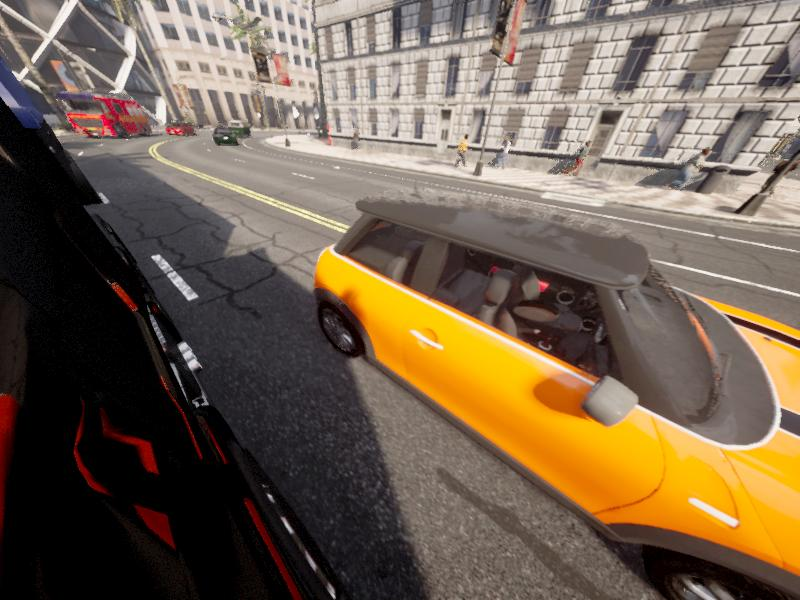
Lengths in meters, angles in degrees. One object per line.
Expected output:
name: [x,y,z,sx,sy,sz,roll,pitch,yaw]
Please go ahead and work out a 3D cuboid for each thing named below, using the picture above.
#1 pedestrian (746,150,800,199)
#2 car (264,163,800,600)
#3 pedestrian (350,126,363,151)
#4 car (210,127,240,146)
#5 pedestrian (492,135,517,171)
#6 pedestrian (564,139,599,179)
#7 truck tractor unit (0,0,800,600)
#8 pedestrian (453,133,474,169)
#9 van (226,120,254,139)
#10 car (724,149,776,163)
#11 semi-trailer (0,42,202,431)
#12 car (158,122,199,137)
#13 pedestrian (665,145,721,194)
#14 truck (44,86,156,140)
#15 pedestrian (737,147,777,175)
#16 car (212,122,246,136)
pedestrian: [17.463,-5.774,10.632,0.751,1.860,0.751,28,44,30]
car: [1.229,0.104,2.100,4.553,1.767,2.097,27,43,29]
pedestrian: [-4.119,-15.189,21.788,0.751,1.860,0.751,28,43,29]
car: [-18.189,-16.993,23.988,1.994,1.385,4.181,-20,42,-27]
pedestrian: [6.657,-9.368,14.725,0.751,1.860,0.751,29,44,30]
pedestrian: [10.276,-8.005,13.142,0.751,1.860,0.751,30,45,32]
truck tractor unit: [-2.645,-0.295,0.351,6.516,4.208,3.053,28,44,30]
pedestrian: [4.032,-9.520,14.758,0.751,1.860,0.751,25,42,26]
van: [-23.233,-24.970,33.780,1.775,1.987,4.442,-7,38,-12]
car: [53.039,-21.964,35.119,1.970,1.475,3.806,-13,40,-20]
semi-trailer: [-8.704,-3.605,4.215,14.254,4.402,2.717,28,44,30]
car: [-29.636,-23.037,31.175,2.007,1.525,4.514,-6,38,-11]
pedestrian: [13.459,-6.027,10.711,0.751,1.860,0.751,31,45,32]
truck: [-30.989,-19.727,24.759,2.891,3.827,8.468,-11,39,-17]
pedestrian: [28.551,-11.167,18.535,0.751,1.860,0.751,28,44,30]
car: [-27.354,-27.546,37.250,2.152,1.651,5.027,-1,37,-5]
